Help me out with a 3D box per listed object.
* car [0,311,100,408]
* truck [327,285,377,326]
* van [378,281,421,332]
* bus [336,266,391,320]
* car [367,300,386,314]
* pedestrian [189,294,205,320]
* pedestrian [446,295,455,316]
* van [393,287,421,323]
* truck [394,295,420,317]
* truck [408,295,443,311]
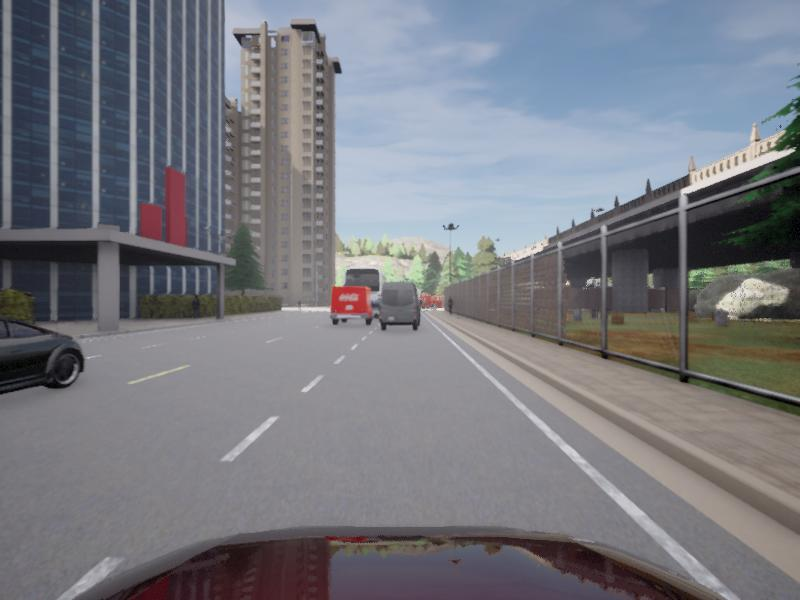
[{"bbox_3d":[-6.947,0.909,5.835,1.994,1.385,4.181,0,0,0],"label":"car"},{"bbox_3d":[-3.049,0.360,26.898,2.627,2.467,5.204,0,0,1],"label":"truck"},{"bbox_3d":[0.114,0.328,23.012,1.988,2.561,5.915,0,0,5],"label":"van"},{"bbox_3d":[-2.993,-0.526,36.490,3.944,4.253,10.273,0,0,1],"label":"bus"},{"bbox_3d":[-2.672,0.813,47.217,1.801,1.575,5.366,0,0,1],"label":"car"},{"bbox_3d":[-14.864,0.491,29.273,0.751,1.860,0.751,0,0,0],"label":"pedestrian"},{"bbox_3d":[4.662,0.494,36.888,0.751,1.860,0.751,0,0,0],"label":"pedestrian"},{"bbox_3d":[0.538,0.331,31.379,1.988,2.561,5.915,0,0,1],"label":"van"},{"bbox_3d":[0.690,0.552,39.796,2.390,2.098,6.274,0,0,1],"label":"truck"},{"bbox_3d":[3.859,0.413,61.576,5.204,2.467,2.627,0,0,1],"label":"truck"}]
